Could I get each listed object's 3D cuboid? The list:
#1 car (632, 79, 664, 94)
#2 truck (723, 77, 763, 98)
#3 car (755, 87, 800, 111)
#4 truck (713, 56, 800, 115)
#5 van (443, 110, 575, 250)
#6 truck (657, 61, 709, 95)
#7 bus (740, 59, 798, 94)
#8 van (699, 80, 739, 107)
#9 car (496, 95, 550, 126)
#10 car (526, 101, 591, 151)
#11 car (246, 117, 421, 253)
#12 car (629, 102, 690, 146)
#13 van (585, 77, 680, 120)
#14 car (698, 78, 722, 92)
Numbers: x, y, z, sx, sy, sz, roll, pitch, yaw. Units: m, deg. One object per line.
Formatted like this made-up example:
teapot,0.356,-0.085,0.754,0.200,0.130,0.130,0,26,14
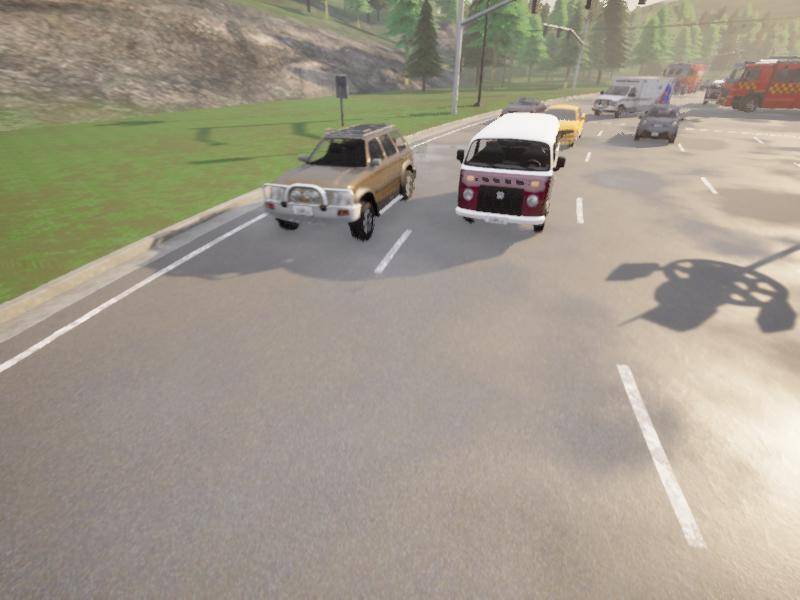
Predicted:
car,34.489,-29.721,55.601,2.152,1.651,5.027,27,40,37
truck,42.760,-26.563,49.857,2.390,2.098,6.274,27,40,37
car,33.834,-17.020,33.918,5.027,1.651,2.152,13,33,21
truck,30.397,-16.648,31.056,8.468,3.827,2.891,11,32,18
van,2.677,-3.052,9.230,2.069,2.038,4.480,11,32,19
truck,38.446,-30.150,54.210,8.468,3.827,2.891,-26,40,-37
bus,55.268,-33.540,59.798,10.273,4.253,3.944,-27,40,-37
van,30.085,-19.512,37.703,2.069,2.038,4.480,23,37,33
car,7.833,-12.029,25.282,1.994,1.385,4.181,17,34,27
car,7.419,-8.167,18.517,1.882,1.535,5.008,15,33,23
car,-1.061,-2.887,9.056,1.932,1.855,4.605,9,31,15
car,12.470,-8.497,19.162,1.845,1.501,3.633,19,35,28
van,16.595,-14.496,28.569,6.366,2.431,2.351,-16,34,-27
car,48.187,-33.447,62.154,2.152,1.651,5.027,22,36,32
